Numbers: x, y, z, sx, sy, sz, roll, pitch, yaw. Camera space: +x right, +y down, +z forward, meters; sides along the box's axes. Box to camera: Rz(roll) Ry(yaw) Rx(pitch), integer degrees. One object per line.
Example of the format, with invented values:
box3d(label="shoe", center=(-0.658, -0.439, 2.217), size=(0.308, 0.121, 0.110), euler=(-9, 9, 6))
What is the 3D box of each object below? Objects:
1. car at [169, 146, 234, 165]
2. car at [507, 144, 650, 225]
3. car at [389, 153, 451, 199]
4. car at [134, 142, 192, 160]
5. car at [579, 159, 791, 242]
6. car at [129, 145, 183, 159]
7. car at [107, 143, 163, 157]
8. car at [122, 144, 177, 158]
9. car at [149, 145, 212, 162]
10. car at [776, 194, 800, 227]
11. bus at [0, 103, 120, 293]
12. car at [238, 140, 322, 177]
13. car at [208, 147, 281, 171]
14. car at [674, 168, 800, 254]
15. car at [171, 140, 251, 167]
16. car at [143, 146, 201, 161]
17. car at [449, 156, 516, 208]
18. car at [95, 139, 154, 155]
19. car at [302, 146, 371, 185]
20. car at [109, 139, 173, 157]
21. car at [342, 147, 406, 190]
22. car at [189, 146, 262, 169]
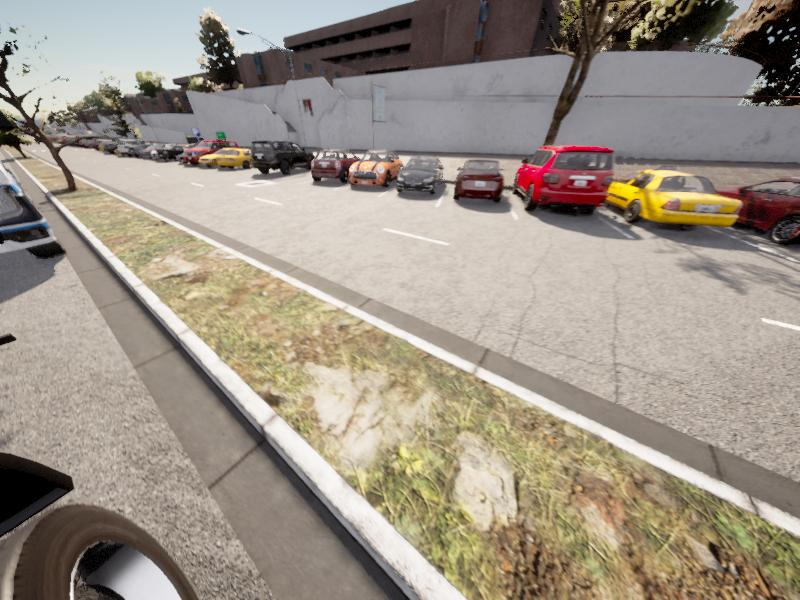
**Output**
box3d(label="car", center=(-20.966, -15.503, 24.691), size=(2.163, 1.488, 4.792), euler=(9, 35, 12))
box3d(label="car", center=(6.143, -4.909, 9.172), size=(2.435, 2.045, 5.566), euler=(9, 35, 12))
box3d(label="car", center=(1.215, -6.678, 12.087), size=(2.231, 1.521, 4.892), euler=(9, 35, 12))
box3d(label="car", center=(-30.807, -19.576, 30.281), size=(2.185, 1.767, 4.553), euler=(9, 35, 12))
box3d(label="car", center=(8.645, -3.792, 8.041), size=(1.946, 1.575, 5.366), euler=(9, 35, 12))
box3d(label="car", center=(-33.278, -20.404, 31.756), size=(2.002, 1.452, 4.674), euler=(9, 35, 12))
box3d(label="car", center=(-40.726, -23.319, 35.779), size=(1.946, 1.575, 5.366), euler=(9, 35, 12))
box3d(label="car", center=(-35.748, -21.422, 33.175), size=(2.163, 1.488, 4.792), euler=(9, 35, 12))
box3d(label="car", center=(-25.895, -17.493, 27.511), size=(2.097, 1.535, 5.008), euler=(9, 35, 12))
box3d(label="car", center=(13.530, -1.906, 4.968), size=(2.435, 2.045, 5.566), euler=(9, 35, 12))
box3d(label="bus", center=(-11.465, -3.325, 4.874), size=(10.273, 4.253, 3.944), euler=(22, 40, 28))
box3d(label="car", center=(-8.643, -10.862, 17.558), size=(2.435, 2.045, 5.566), euler=(9, 35, 12))
box3d(label="car", center=(-13.528, -12.709, 20.629), size=(1.946, 1.575, 5.366), euler=(9, 35, 12))
box3d(label="car", center=(11.056, -2.652, 6.513), size=(2.002, 1.452, 4.674), euler=(9, 35, 12))
box3d(label="car", center=(-18.498, -14.756, 23.126), size=(2.435, 2.045, 5.566), euler=(9, 35, 12))
box3d(label="car", center=(-28.352, -18.443, 28.947), size=(2.002, 1.452, 4.674), euler=(9, 35, 12))
box3d(label="car", center=(3.675, -5.675, 10.728), size=(2.163, 1.488, 4.792), euler=(9, 35, 12))
box3d(label="car", center=(-45.609, -25.609, 38.544), size=(2.435, 2.045, 5.566), euler=(10, 36, 11))
box3d(label="car", center=(-3.728, -8.748, 14.780), size=(2.185, 1.767, 4.553), euler=(9, 35, 12))
box3d(label="car", center=(-38.208, -22.643, 34.412), size=(2.435, 2.045, 5.566), euler=(9, 35, 12))
box3d(label="car", center=(-1.241, -7.790, 13.433), size=(2.185, 1.767, 4.553), euler=(9, 35, 12))
box3d(label="car", center=(-16.079, -13.487, 21.733), size=(1.946, 1.575, 5.366), euler=(9, 35, 12))
